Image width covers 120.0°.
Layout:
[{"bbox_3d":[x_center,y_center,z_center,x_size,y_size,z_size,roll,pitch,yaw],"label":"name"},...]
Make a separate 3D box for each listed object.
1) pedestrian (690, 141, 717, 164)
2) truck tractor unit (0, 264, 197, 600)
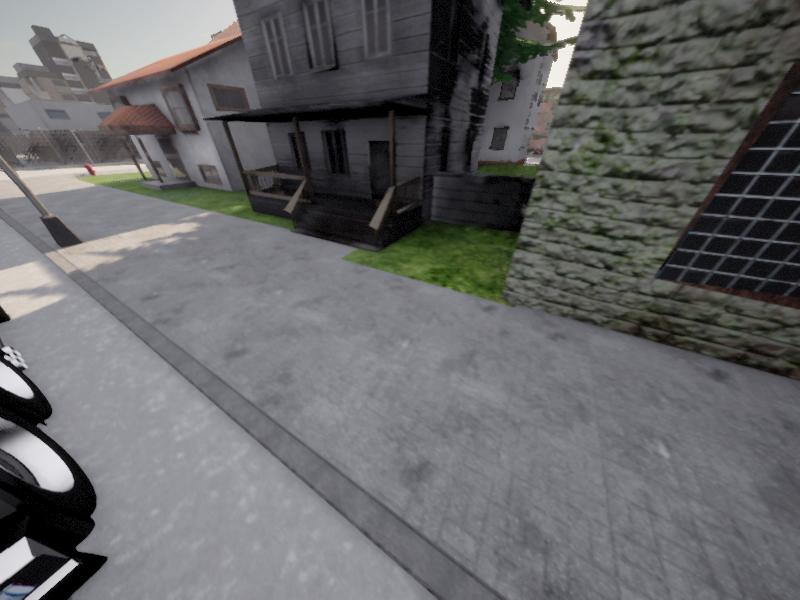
[{"bbox_3d":[30.377,-14.778,23.135,0.751,1.860,0.751,20,40,26],"label":"pedestrian"},{"bbox_3d":[-5.119,-0.291,0.792,6.516,4.208,3.053,18,39,24],"label":"truck tractor unit"}]
